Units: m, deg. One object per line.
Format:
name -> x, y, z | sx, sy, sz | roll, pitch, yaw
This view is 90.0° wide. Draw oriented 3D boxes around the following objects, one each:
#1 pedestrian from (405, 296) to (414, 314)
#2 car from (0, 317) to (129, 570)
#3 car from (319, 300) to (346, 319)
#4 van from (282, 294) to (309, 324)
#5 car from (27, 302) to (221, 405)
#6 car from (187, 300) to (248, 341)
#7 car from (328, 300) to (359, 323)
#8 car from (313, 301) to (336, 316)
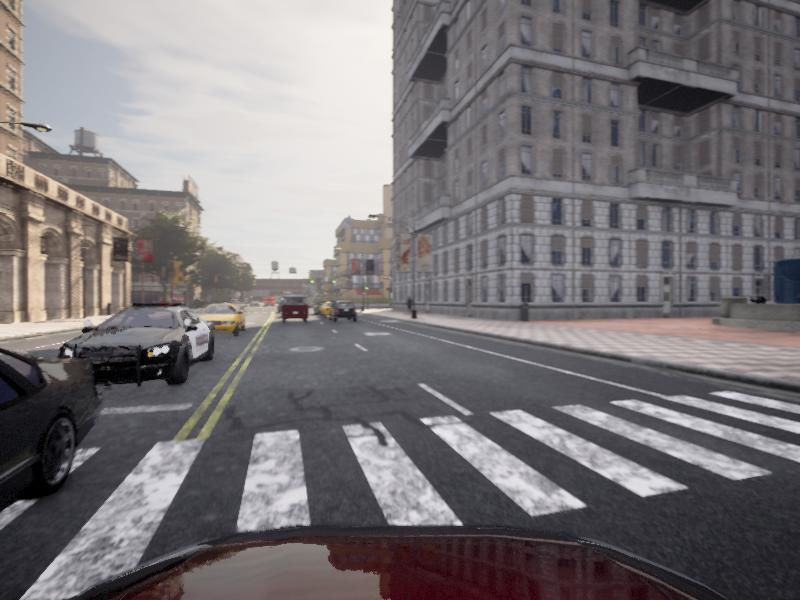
pedestrian -> 0.961, 0.470, 41.662 | 0.751, 1.860, 0.751 | 0, 0, -15
car -> -3.249, 0.899, 1.784 | 2.033, 1.411, 5.357 | 0, 0, -19
car -> -6.269, 0.799, 36.840 | 1.801, 1.575, 5.366 | 0, 0, -17
van -> -7.664, 0.602, 29.115 | 1.775, 1.987, 4.442 | 0, 0, -16
car -> -5.432, 0.831, 8.805 | 2.038, 1.542, 4.974 | 0, 0, -16
car -> -8.247, 0.808, 18.529 | 1.801, 1.575, 5.366 | 0, 0, -16
car -> -4.303, 0.811, 30.084 | 1.789, 1.549, 3.705 | 0, 0, -16
car -> -8.245, 0.827, 43.426 | 2.007, 1.525, 4.514 | 0, 0, -17
